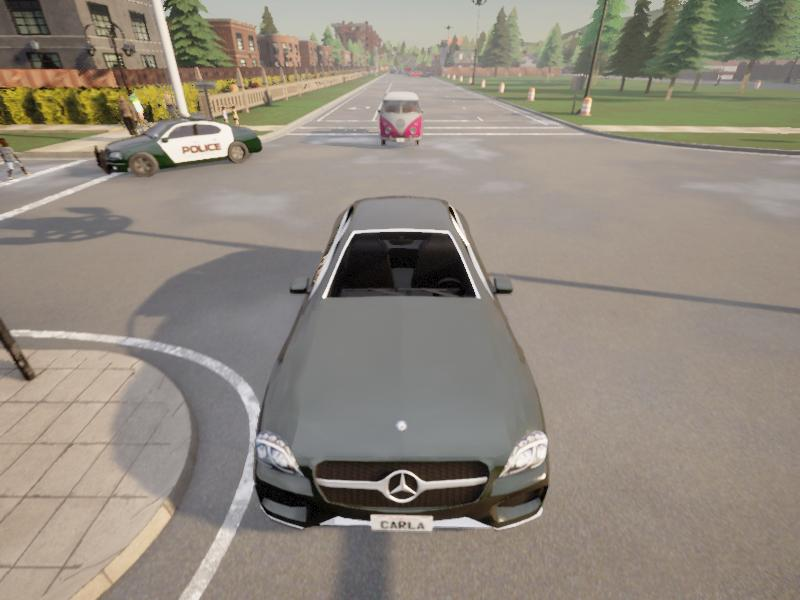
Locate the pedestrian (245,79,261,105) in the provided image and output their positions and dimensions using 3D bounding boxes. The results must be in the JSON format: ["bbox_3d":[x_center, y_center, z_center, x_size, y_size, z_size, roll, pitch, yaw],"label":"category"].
[{"bbox_3d":[-12.428,-17.566,33.779,0.751,1.860,0.751,0,30,1],"label":"pedestrian"}]

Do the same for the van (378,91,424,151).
[{"bbox_3d":[0.026,-8.098,17.852,1.775,1.987,4.442,0,30,0],"label":"van"}]

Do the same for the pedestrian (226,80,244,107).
[{"bbox_3d":[-13.060,-16.326,31.662,0.751,1.860,0.751,1,30,1],"label":"pedestrian"}]

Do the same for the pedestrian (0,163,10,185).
[{"bbox_3d":[-11.869,-3.849,11.412,0.500,1.100,0.500,0,30,0],"label":"pedestrian"}]

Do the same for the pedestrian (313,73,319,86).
[{"bbox_3d":[-13.381,-35.129,63.765,0.751,1.860,0.751,0,30,-1],"label":"pedestrian"}]

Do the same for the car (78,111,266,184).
[{"bbox_3d":[-7.472,-5.358,13.614,4.974,1.542,2.038,-25,39,-36],"label":"car"}]

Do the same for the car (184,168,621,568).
[{"bbox_3d":[0.013,-0.103,4.556,2.152,1.651,5.027,0,30,0],"label":"car"}]

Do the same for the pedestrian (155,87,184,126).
[{"bbox_3d":[-12.613,-10.633,21.941,0.751,1.860,0.751,-5,31,-9],"label":"pedestrian"}]

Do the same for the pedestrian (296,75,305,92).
[{"bbox_3d":[-12.312,-26.900,49.716,0.751,1.860,0.751,0,30,0],"label":"pedestrian"}]

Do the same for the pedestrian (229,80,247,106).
[{"bbox_3d":[-13.218,-16.933,32.697,0.751,1.860,0.751,3,30,5],"label":"pedestrian"}]

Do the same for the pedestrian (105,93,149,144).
[{"bbox_3d":[-11.170,-7.438,16.426,0.751,1.860,0.751,0,30,0],"label":"pedestrian"}]

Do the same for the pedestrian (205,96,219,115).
[{"bbox_3d":[-12.456,-12.883,26.535,0.500,1.100,0.500,-1,30,-1],"label":"pedestrian"}]

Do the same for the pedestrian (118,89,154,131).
[{"bbox_3d":[-13.209,-9.552,20.095,0.751,1.860,0.751,0,30,1],"label":"pedestrian"}]

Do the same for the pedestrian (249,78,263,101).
[{"bbox_3d":[-13.359,-19.532,37.135,0.751,1.860,0.751,-4,31,-7],"label":"pedestrian"}]

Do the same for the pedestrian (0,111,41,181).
[{"bbox_3d":[-11.807,-4.600,11.961,0.751,1.860,0.751,-4,31,-7],"label":"pedestrian"}]

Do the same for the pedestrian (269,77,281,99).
[{"bbox_3d":[-12.380,-20.982,39.611,0.751,1.860,0.751,0,30,0],"label":"pedestrian"}]

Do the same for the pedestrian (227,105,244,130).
[{"bbox_3d":[-8.471,-9.400,20.591,0.500,1.100,0.500,-22,37,-33],"label":"pedestrian"}]

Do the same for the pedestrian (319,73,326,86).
[{"bbox_3d":[-12.295,-34.925,63.419,0.751,1.860,0.751,-2,30,-3],"label":"pedestrian"}]

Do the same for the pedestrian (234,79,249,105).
[{"bbox_3d":[-13.227,-17.408,33.509,0.751,1.860,0.751,-6,31,-11],"label":"pedestrian"}]

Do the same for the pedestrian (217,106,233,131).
[{"bbox_3d":[-8.839,-9.201,20.252,0.500,1.100,0.500,-8,31,-14],"label":"pedestrian"}]
